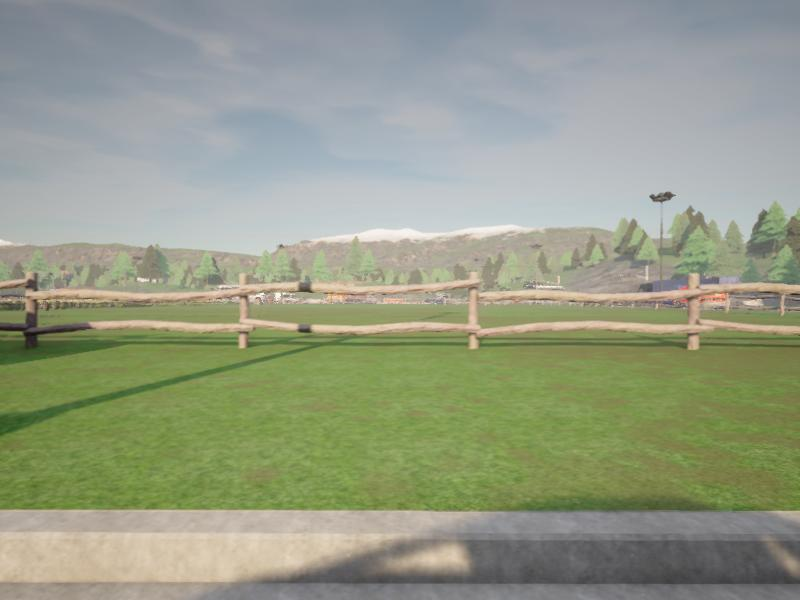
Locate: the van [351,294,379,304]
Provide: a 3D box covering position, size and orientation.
[{"bbox_3d":[-8.260,-0.235,95.497,6.366,2.431,2.351,0,0,0],"label":"van"}]

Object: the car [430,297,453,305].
[{"bbox_3d":[8.861,0.166,85.057,4.611,1.667,2.242,0,0,0],"label":"car"}]

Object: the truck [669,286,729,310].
[{"bbox_3d":[32.169,-0.200,43.332,2.627,2.467,5.204,0,0,0],"label":"truck"}]

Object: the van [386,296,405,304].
[{"bbox_3d":[-0.988,-0.005,92.023,4.442,1.987,1.775,0,0,0],"label":"van"}]

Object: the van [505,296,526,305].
[{"bbox_3d":[27.037,0.007,93.961,4.480,2.038,2.069,0,1,-26],"label":"van"}]

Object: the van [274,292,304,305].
[{"bbox_3d":[-23.502,-0.326,84.942,5.915,2.561,1.988,1,0,0],"label":"van"}]

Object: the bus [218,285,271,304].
[{"bbox_3d":[-34.351,-1.188,88.530,10.273,4.253,3.944,0,0,0],"label":"bus"}]

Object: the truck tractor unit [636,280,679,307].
[{"bbox_3d":[42.846,-1.052,66.770,3.053,4.208,6.516,0,0,0],"label":"truck tractor unit"}]

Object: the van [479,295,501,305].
[{"bbox_3d":[19.908,-0.004,88.634,4.480,2.038,2.069,0,0,-1],"label":"van"}]

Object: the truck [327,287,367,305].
[{"bbox_3d":[-11.609,-0.939,88.481,8.468,3.827,2.891,0,0,0],"label":"truck"}]

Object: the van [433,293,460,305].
[{"bbox_3d":[10.748,-0.266,92.062,5.915,2.561,1.988,0,0,0],"label":"van"}]

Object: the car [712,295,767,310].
[{"bbox_3d":[39.197,0.233,46.424,2.152,1.651,5.027,0,0,0],"label":"car"}]

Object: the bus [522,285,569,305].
[{"bbox_3d":[32.255,-1.095,88.486,10.273,4.253,3.944,0,3,-30],"label":"bus"}]

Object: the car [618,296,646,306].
[{"bbox_3d":[39.335,0.209,67.910,2.242,1.667,4.611,0,0,3],"label":"car"}]

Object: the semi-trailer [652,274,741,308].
[{"bbox_3d":[42.799,-1.161,58.853,2.717,4.402,14.254,0,0,0],"label":"semi-trailer"}]

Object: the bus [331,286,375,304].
[{"bbox_3d":[-11.581,-1.149,99.108,10.273,4.253,3.944,0,0,0],"label":"bus"}]

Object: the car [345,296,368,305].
[{"bbox_3d":[-9.225,0.040,84.994,4.605,1.855,1.932,0,0,0],"label":"car"}]
